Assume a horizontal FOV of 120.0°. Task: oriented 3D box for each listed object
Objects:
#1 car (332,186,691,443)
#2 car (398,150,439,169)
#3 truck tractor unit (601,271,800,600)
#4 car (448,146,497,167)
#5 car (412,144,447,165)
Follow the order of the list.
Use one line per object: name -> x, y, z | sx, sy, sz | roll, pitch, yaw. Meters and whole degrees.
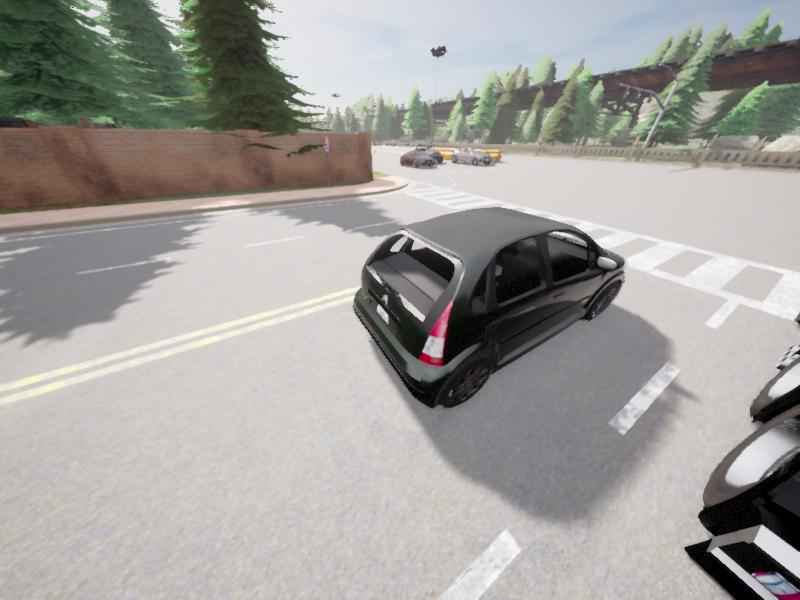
car -> 1.447, -0.379, 3.157 | 3.988, 1.617, 1.851 | -19, 39, -25
car -> 1.709, -14.053, 23.013 | 1.994, 1.385, 4.181 | -18, 39, -24
truck tractor unit -> 5.122, -0.289, 0.769 | 6.516, 4.208, 3.053 | -18, 39, -24
car -> 7.877, -16.028, 25.682 | 2.152, 1.651, 5.027 | -18, 39, -24
car -> 3.231, -16.761, 26.460 | 1.905, 1.878, 3.866 | -18, 39, -24
